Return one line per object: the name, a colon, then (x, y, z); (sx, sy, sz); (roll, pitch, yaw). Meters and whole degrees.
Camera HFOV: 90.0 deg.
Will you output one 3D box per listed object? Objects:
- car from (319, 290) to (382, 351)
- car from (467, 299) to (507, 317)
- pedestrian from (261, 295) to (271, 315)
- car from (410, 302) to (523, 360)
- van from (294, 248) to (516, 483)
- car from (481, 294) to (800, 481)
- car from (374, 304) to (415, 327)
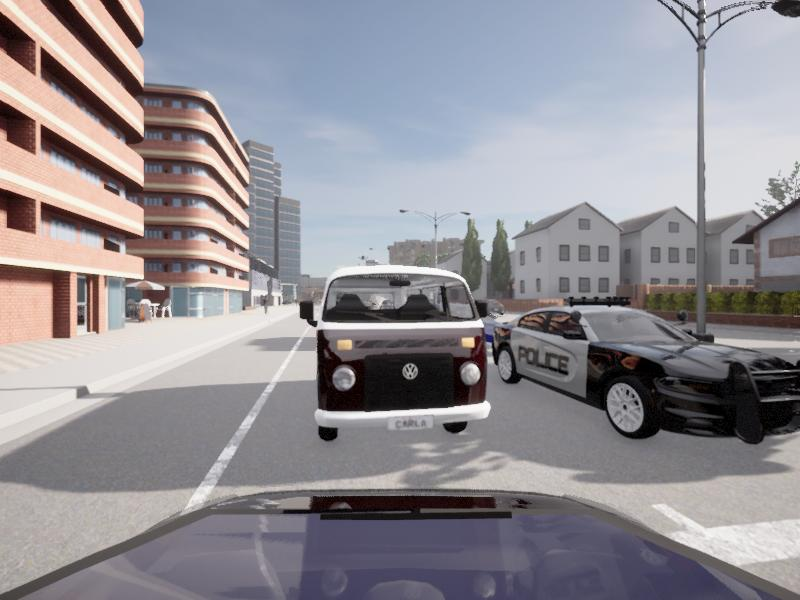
car: (-1.955, 0.642, 14.784); (1.932, 1.855, 4.605); (0, 0, -11)
car: (8.616, 0.746, 40.155); (2.152, 1.651, 5.027); (0, 0, -10)
pedestrian: (-12.594, 0.458, 37.598); (0.751, 1.860, 0.751); (0, 0, -13)
car: (1.891, 0.839, 13.216); (2.163, 1.488, 4.792); (0, 0, -10)
van: (-0.310, 0.566, 5.849); (2.069, 2.038, 4.480); (0, 0, -10)
car: (3.206, 0.764, 6.268); (1.930, 1.638, 5.238); (0, 0, -11)
car: (-0.456, 0.923, 25.938); (1.895, 1.301, 4.718); (0, 0, -11)
